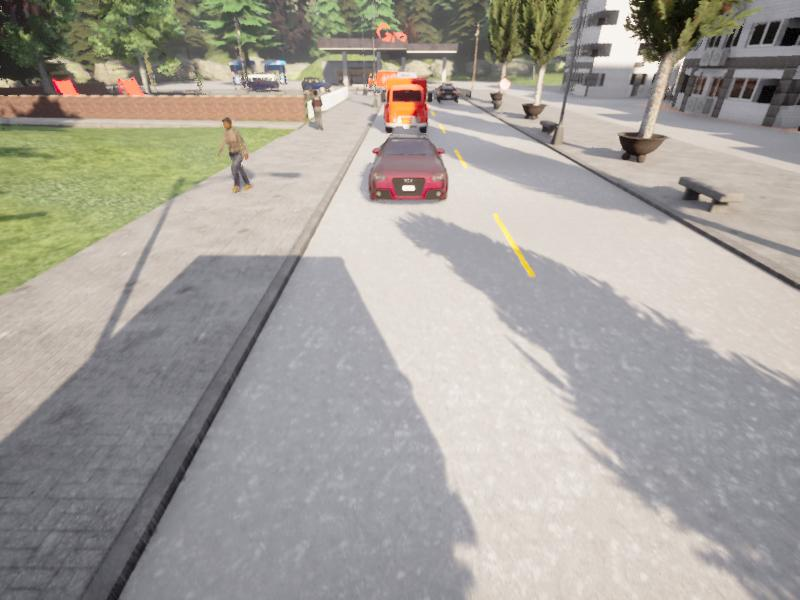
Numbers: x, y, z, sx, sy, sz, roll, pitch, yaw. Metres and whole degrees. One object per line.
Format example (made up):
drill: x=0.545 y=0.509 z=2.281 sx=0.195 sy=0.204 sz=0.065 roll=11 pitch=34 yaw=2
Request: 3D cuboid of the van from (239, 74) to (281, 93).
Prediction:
van: x=-18.152 y=-28.121 z=51.992 sx=4.480 sy=2.038 sz=2.069 roll=0 pitch=30 yaw=1

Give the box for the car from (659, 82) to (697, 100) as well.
car: x=28.460 y=-21.533 z=41.124 sx=1.845 sy=1.501 sz=3.633 roll=6 pitch=31 yaw=10

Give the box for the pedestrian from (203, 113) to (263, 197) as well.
pedestrian: x=-4.194 y=-3.667 z=10.157 sx=0.751 sy=1.860 sz=0.751 roll=11 pitch=32 yaw=18

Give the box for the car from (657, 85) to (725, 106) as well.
car: x=28.092 y=-19.911 z=38.837 sx=4.974 sy=1.542 sz=2.038 roll=17 pitch=34 yaw=26

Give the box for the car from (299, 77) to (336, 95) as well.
car: x=-9.878 y=-25.951 z=48.436 sx=3.866 sy=1.878 sz=1.905 roll=2 pitch=30 yaw=4

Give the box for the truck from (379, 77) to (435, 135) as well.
truck: x=0.345 y=-10.659 z=21.748 sx=2.627 sy=2.467 sz=5.204 roll=0 pitch=30 yaw=0

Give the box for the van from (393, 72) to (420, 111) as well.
van: x=0.541 y=-17.470 z=33.305 sx=1.988 sy=2.561 sz=5.915 roll=1 pitch=30 yaw=1

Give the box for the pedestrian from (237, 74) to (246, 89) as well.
pedestrian: x=-22.746 y=-31.284 z=57.359 sx=0.751 sy=1.860 sz=0.751 roll=-4 pitch=31 yaw=-7

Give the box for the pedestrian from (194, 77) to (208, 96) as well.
pedestrian: x=-21.979 y=-23.544 z=44.103 sx=0.751 sy=1.860 sz=0.751 roll=0 pitch=30 yaw=0

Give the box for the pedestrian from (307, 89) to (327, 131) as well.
pedestrian: x=-4.286 y=-9.828 z=20.678 sx=0.751 sy=1.860 sz=0.751 roll=-10 pitch=32 yaw=-16

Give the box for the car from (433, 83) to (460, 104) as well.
car: x=4.493 y=-20.262 z=39.076 sx=2.038 sy=1.542 sz=4.974 roll=0 pitch=31 yaw=0

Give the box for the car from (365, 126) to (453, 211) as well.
car: x=0.229 y=-3.828 z=11.172 sx=1.994 sy=1.385 sz=4.181 roll=0 pitch=30 yaw=1

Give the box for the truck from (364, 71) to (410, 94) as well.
truck: x=-1.639 y=-27.341 z=50.231 sx=5.204 sy=2.467 sz=2.627 roll=18 pitch=34 yaw=29
